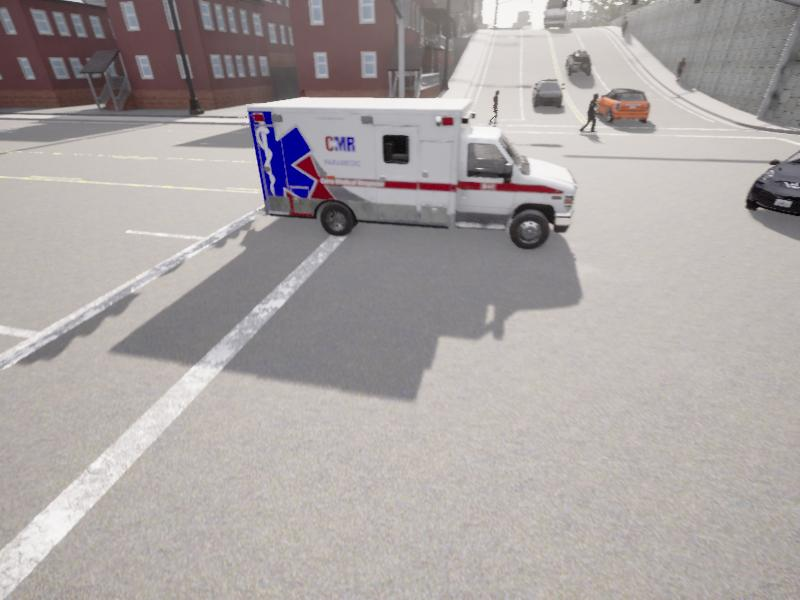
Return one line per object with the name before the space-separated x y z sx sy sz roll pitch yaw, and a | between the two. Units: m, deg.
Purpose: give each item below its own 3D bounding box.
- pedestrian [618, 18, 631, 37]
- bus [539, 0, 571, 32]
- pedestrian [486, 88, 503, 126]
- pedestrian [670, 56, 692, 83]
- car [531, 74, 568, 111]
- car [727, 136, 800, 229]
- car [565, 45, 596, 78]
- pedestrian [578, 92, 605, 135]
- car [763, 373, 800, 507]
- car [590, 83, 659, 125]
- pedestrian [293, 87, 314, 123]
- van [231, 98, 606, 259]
pedestrian | 27.114 -32.853 48.277 0.751 1.860 0.751 5 31 9
bus | 24.962 -45.940 64.200 3.944 4.253 10.273 9 32 16
pedestrian | 5.400 -11.052 22.922 0.751 1.860 0.751 7 31 12
pedestrian | 23.182 -19.013 33.023 0.751 1.860 0.751 5 31 9
car | 10.825 -15.243 29.262 1.930 1.638 5.238 6 36 12
car | 9.768 -2.818 9.174 3.633 1.501 1.845 -17 34 -25
car | 17.138 -22.809 38.230 1.932 1.855 4.605 6 42 12
pedestrian | 9.478 -9.271 19.855 0.751 1.860 0.751 7 31 13
car | 3.525 1.873 1.148 2.033 1.649 4.856 11 32 19
car | 13.249 -11.833 23.994 2.097 1.767 4.553 4 33 8
pedestrian | -5.722 -11.589 23.781 0.751 1.860 0.751 10 32 18
van | 0.285 -2.712 8.262 6.366 2.431 2.351 6 31 12
